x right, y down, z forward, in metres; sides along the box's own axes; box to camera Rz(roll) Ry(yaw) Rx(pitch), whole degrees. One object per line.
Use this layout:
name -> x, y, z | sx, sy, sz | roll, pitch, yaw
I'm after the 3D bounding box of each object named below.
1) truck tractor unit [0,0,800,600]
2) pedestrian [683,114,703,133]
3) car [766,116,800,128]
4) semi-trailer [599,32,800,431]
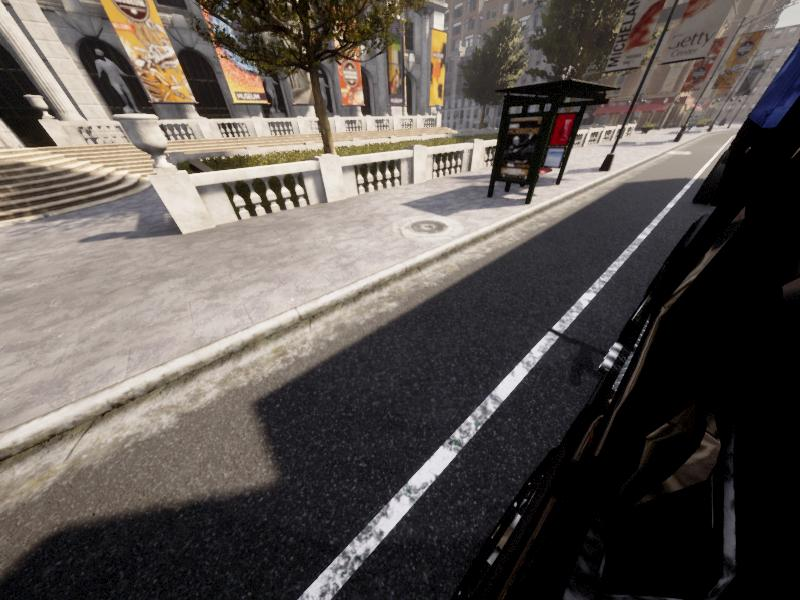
truck tractor unit -> 2.645, -0.295, 0.351 | 6.516, 4.208, 3.053 | -28, 44, -30
pedestrian -> 37.681, -22.688, 29.734 | 0.751, 1.860, 0.751 | -21, 41, -23
car -> 57.891, -26.334, 34.090 | 4.718, 1.301, 1.895 | -8, 37, -7
semi-trailer -> 8.643, -3.644, 4.278 | 14.254, 4.402, 2.717 | -29, 44, -30
